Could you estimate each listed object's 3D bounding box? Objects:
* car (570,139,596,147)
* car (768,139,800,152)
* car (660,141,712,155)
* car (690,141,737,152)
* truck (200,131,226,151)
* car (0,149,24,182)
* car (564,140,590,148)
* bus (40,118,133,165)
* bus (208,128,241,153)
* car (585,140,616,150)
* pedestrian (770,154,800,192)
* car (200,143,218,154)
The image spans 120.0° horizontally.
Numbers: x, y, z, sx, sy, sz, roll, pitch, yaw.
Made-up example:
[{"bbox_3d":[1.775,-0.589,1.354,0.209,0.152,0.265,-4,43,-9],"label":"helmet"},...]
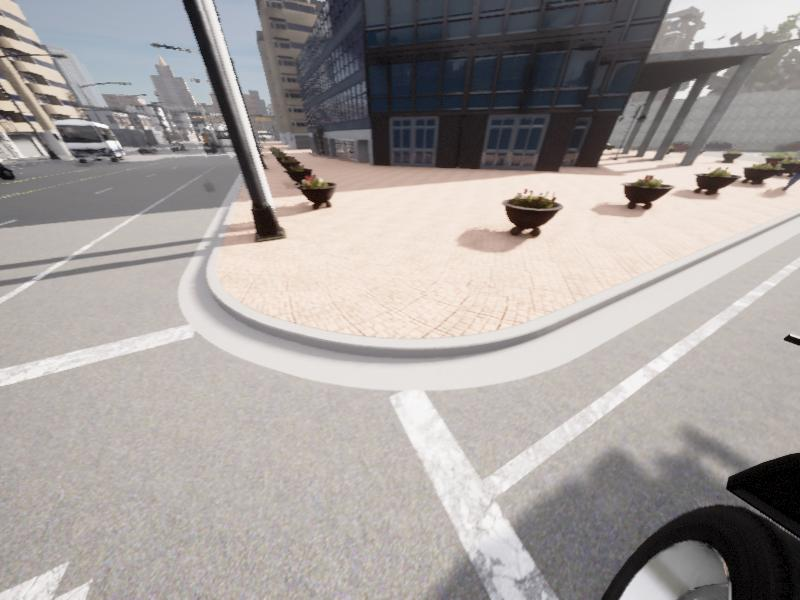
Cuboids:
[{"bbox_3d":[45.909,-39.458,58.120,2.007,1.525,4.514,-15,38,-20],"label":"car"},{"bbox_3d":[69.050,-26.876,40.216,4.553,1.767,2.097,13,37,17],"label":"car"},{"bbox_3d":[46.925,-25.164,38.147,2.152,1.651,5.027,-2,35,-3],"label":"car"},{"bbox_3d":[60.430,-29.780,44.660,5.027,1.651,2.152,28,44,33],"label":"car"},{"bbox_3d":[-46.230,-39.574,57.358,2.891,3.827,8.468,-16,40,-22],"label":"truck"},{"bbox_3d":[-27.315,-8.404,14.496,1.905,1.878,3.866,-16,38,-22],"label":"car"},{"bbox_3d":[40.669,-35.932,53.210,1.994,1.385,4.181,-15,38,-20],"label":"car"},{"bbox_3d":[-38.961,-20.181,29.538,3.944,4.253,10.273,-24,41,-30],"label":"bus"},{"bbox_3d":[-39.613,-36.423,52.719,3.944,4.253,10.273,-16,39,-22],"label":"bus"},{"bbox_3d":[40.342,-31.317,46.609,1.851,1.617,3.988,-13,37,-17],"label":"car"},{"bbox_3d":[18.083,-5.920,10.308,0.751,1.860,0.751,-16,39,-22],"label":"pedestrian"},{"bbox_3d":[-41.181,-32.807,49.903,2.033,1.649,4.856,-16,39,-22],"label":"car"}]
